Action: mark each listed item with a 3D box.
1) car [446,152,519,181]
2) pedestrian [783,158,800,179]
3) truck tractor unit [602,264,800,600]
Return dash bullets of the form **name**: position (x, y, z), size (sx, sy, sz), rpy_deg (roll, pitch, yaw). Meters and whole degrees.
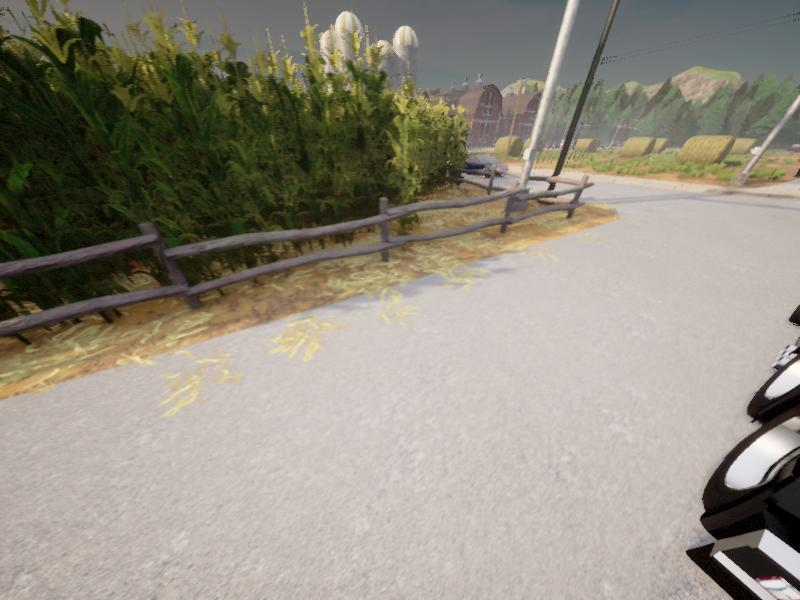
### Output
- **car**: position (5.970, -10.161, 17.373), size (2.163, 1.488, 4.792), rpy_deg (-18, 39, -24)
- **pedestrian**: position (27.388, -9.201, 15.484), size (0.751, 1.860, 0.751), rpy_deg (-9, 36, -14)
- **truck tractor unit**: position (5.115, -0.295, 0.785), size (6.516, 4.208, 3.053), rpy_deg (-18, 39, -24)
